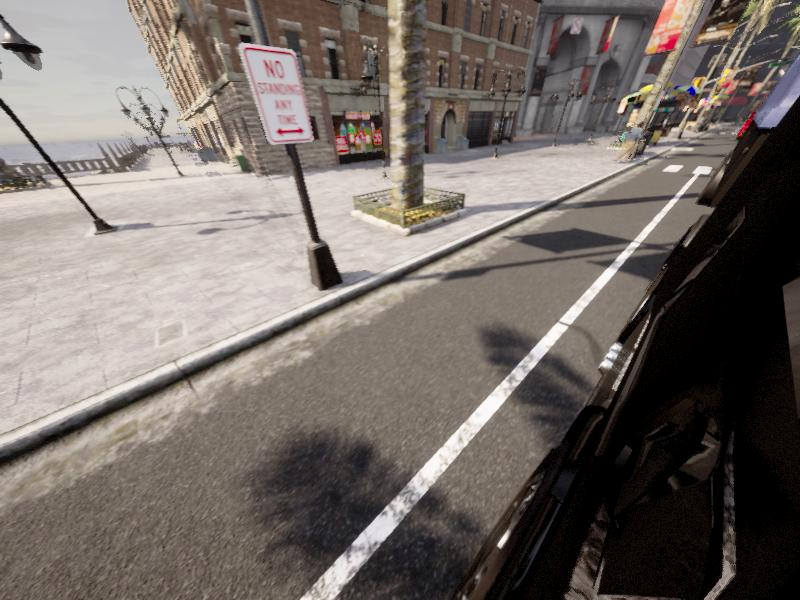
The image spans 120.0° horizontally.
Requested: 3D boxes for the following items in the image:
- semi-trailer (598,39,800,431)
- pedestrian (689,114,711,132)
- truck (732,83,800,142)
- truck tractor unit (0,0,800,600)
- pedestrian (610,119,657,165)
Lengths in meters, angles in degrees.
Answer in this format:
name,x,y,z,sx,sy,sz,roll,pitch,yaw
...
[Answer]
name,x,y,z,sx,sy,sz,roll,pitch,yaw
semi-trailer,8.695,-3.602,4.238,14.254,4.402,2.717,-28,44,-30
pedestrian,40.108,-23.626,30.916,0.751,1.860,0.751,-6,37,-5
truck,34.825,-17.307,21.433,8.468,3.827,2.891,-28,44,-30
truck tractor unit,2.645,-0.295,0.351,6.516,4.208,3.053,-28,44,-30
pedestrian,12.024,-8.152,11.973,0.751,1.860,0.751,-3,37,0
